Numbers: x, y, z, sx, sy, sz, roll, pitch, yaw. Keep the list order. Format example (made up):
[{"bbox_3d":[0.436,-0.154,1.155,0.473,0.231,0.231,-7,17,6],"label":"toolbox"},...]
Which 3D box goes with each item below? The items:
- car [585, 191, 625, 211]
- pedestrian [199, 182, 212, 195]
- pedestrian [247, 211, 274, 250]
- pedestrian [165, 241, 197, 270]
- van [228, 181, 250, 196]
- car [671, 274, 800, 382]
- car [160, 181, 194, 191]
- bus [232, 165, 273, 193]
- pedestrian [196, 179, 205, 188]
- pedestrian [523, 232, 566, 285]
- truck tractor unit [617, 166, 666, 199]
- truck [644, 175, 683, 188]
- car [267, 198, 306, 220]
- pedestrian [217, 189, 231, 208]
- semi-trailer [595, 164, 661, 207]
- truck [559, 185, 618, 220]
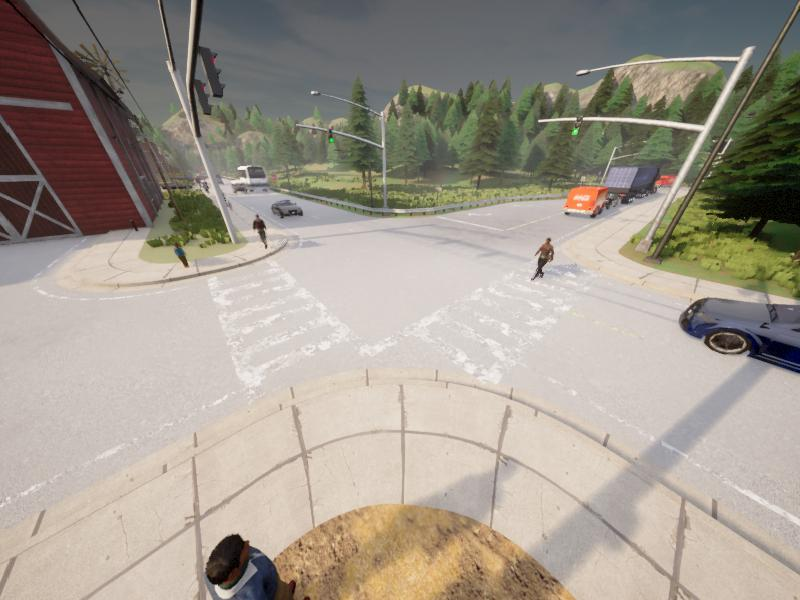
[{"bbox_3d":[23.813,-11.551,26.811,4.902,1.511,2.128,-22,37,-33],"label":"car"},{"bbox_3d":[-31.572,-18.085,37.459,0.751,1.860,0.751,8,31,13],"label":"pedestrian"},{"bbox_3d":[-7.657,-3.846,12.759,0.751,1.860,0.751,-13,33,-22],"label":"pedestrian"},{"bbox_3d":[-9.681,-1.971,10.255,0.500,1.100,0.500,9,31,15],"label":"pedestrian"},{"bbox_3d":[-27.792,-19.365,39.854,2.069,2.038,4.480,-22,36,-33],"label":"van"},{"bbox_3d":[9.771,0.942,5.348,1.994,1.385,4.181,-22,37,-33],"label":"car"},{"bbox_3d":[-45.444,-23.247,47.133,4.792,1.488,2.163,-24,37,-35],"label":"car"},{"bbox_3d":[-28.863,-23.634,45.015,3.944,4.253,10.273,-22,36,-33],"label":"bus"},{"bbox_3d":[-44.414,-25.997,51.468,0.751,1.860,0.751,22,36,33],"label":"pedestrian"},{"bbox_3d":[5.756,-1.664,9.301,0.751,1.860,0.751,-17,34,-27],"label":"pedestrian"},{"bbox_3d":[37.246,-18.221,35.642,6.516,4.208,3.053,-22,37,-33],"label":"truck tractor unit"},{"bbox_3d":[58.927,-26.469,51.718,5.204,2.467,2.627,-4,30,-9],"label":"truck"},{"bbox_3d":[-11.084,-8.948,22.479,1.994,1.385,4.181,-22,37,-33],"label":"car"},{"bbox_3d":[-19.528,-11.263,25.642,0.751,1.860,0.751,-20,35,-30],"label":"pedestrian"},{"bbox_3d":[31.131,-15.800,31.242,14.254,4.402,2.717,-22,37,-34],"label":"semi-trailer"},{"bbox_3d":[18.192,-9.531,22.327,5.204,2.467,2.627,-23,37,-34],"label":"truck"}]
